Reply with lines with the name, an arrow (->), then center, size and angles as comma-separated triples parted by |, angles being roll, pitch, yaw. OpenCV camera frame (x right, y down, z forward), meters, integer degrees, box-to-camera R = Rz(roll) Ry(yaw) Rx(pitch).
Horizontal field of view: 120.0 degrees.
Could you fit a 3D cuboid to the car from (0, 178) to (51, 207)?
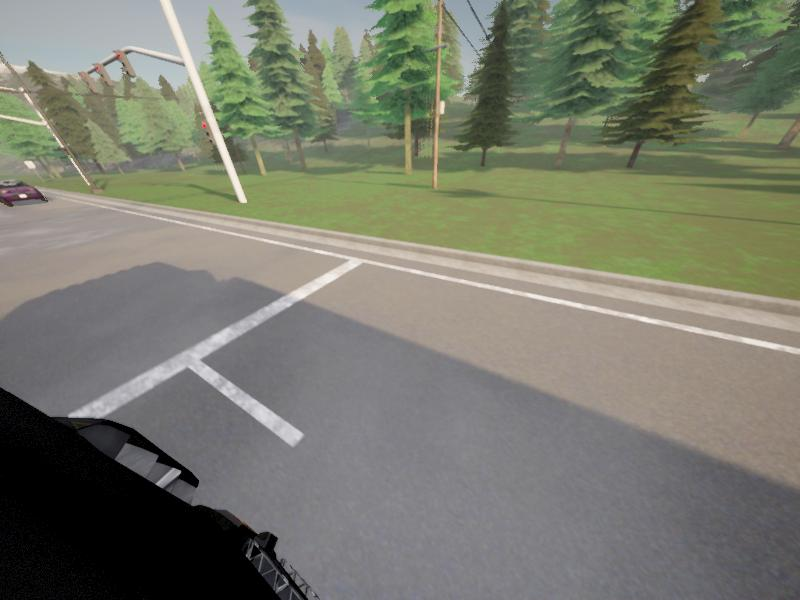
car -> -27.253, -7.688, 16.358 | 4.193, 1.474, 1.816 | 15, 38, 25
